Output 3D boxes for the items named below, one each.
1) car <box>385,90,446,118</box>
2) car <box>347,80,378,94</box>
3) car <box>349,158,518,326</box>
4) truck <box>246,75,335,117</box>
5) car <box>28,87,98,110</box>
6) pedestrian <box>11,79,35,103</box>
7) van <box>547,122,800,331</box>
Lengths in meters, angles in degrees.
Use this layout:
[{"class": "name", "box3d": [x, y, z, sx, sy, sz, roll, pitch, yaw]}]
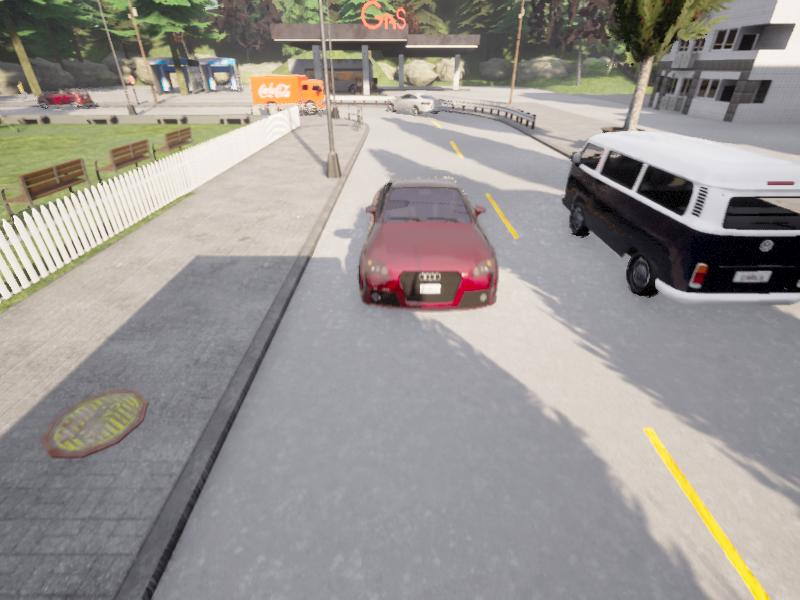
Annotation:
[{"class": "car", "box3d": [0.989, -14.094, 28.677, 1.812, 1.442, 4.674, -20, 36, -31]}, {"class": "car", "box3d": [-4.607, -26.360, 49.424, 3.633, 1.501, 1.845, 0, 30, 0]}, {"class": "car", "box3d": [0.409, -1.304, 6.875, 1.994, 1.385, 4.181, 0, 30, 0]}, {"class": "truck", "box3d": [-7.553, -14.461, 28.283, 5.204, 2.467, 2.627, 3, 30, 4]}, {"class": "car", "box3d": [-27.094, -16.264, 32.268, 3.705, 1.549, 1.789, 0, 30, 0]}, {"class": "pedestrian", "box3d": [-34.260, -18.996, 36.381, 0.751, 1.860, 0.751, -4, 31, -6]}, {"class": "van", "box3d": [4.409, -1.609, 6.737, 2.069, 2.038, 4.480, 0, 31, 0]}]
